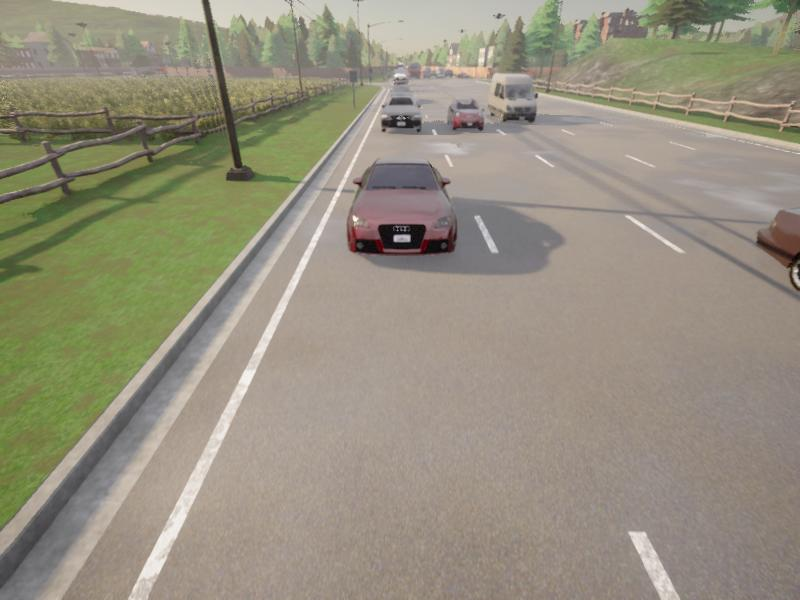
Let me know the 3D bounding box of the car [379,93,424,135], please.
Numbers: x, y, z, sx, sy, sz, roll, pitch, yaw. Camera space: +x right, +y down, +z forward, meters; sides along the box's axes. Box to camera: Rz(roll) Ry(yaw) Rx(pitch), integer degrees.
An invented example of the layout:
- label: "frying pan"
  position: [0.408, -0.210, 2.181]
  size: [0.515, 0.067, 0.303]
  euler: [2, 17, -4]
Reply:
- label: "car"
  position: [0.067, -10.280, 21.920]
  size: [2.152, 1.651, 5.027]
  euler: [0, 30, 0]

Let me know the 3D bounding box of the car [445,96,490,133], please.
- label: "car"
  position: [3.566, -10.177, 21.829]
  size: [1.845, 1.501, 3.633]
  euler: [0, 31, 0]

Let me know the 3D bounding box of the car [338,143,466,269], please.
- label: "car"
  position: [0.038, -2.199, 8.381]
  size: [1.994, 1.385, 4.181]
  euler: [0, 30, 0]

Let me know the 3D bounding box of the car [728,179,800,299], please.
- label: "car"
  position: [7.028, -0.041, 4.665]
  size: [2.033, 1.411, 5.357]
  euler: [0, 30, 0]

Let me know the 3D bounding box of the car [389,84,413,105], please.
- label: "car"
  position: [0.101, -19.279, 37.416]
  size: [2.163, 1.488, 4.792]
  euler: [0, 30, 0]

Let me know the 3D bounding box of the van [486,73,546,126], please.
- label: "van"
  position: [7.069, -12.770, 25.252]
  size: [1.988, 2.561, 5.915]
  euler: [0, 31, 0]

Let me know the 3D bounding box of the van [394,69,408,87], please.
- label: "van"
  position: [0.165, -38.264, 68.868]
  size: [2.351, 2.431, 6.366]
  euler: [0, 30, 0]

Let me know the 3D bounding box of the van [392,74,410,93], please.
- label: "van"
  position: [0.109, -28.845, 53.187]
  size: [2.069, 2.038, 4.480]
  euler: [-2, 30, -2]
